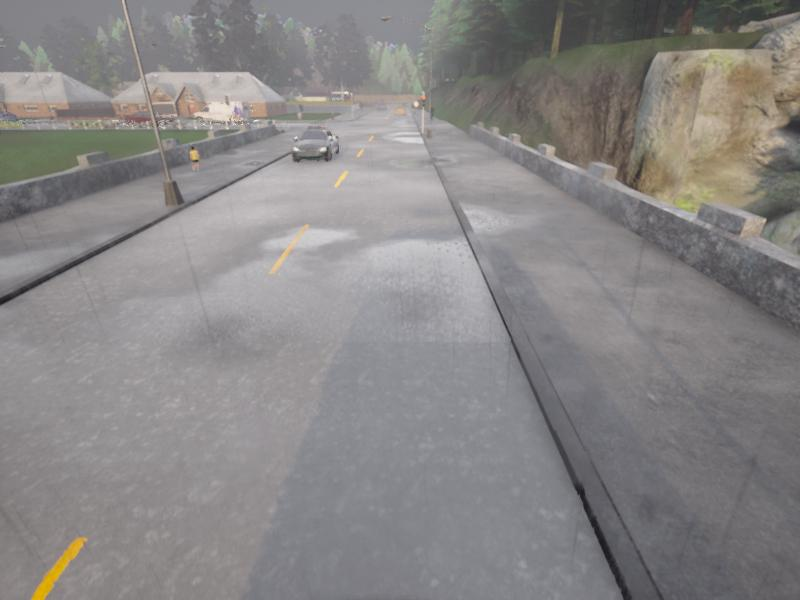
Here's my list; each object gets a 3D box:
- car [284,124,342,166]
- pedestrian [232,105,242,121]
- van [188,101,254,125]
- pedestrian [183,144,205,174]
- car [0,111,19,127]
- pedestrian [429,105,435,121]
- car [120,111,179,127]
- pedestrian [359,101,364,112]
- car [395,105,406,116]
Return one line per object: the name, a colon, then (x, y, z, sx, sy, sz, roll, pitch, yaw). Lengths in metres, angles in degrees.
car: (-4.446, -8.368, 21.352, 2.038, 1.542, 4.974, 0, 27, -1)
pedestrian: (-21.035, -24.187, 51.679, 0.751, 1.860, 0.751, 1, 27, 2)
van: (-20.914, -22.021, 47.100, 6.366, 2.431, 2.351, 0, 27, 0)
pedestrian: (-8.661, -5.942, 16.809, 0.500, 1.100, 0.500, -22, 34, -36)
car: (-45.221, -19.821, 43.821, 4.514, 1.525, 2.007, 0, 27, 0)
pedestrian: (4.142, -24.119, 51.509, 0.751, 1.860, 0.751, 1, 27, 2)
car: (-27.261, -19.792, 43.727, 5.008, 1.535, 1.882, 1, 27, 1)
pedestrian: (-7.807, -39.124, 80.874, 0.751, 1.860, 0.751, -9, 29, -18)
car: (0.061, -32.641, 68.772, 1.801, 1.575, 5.366, 0, 27, 0)
